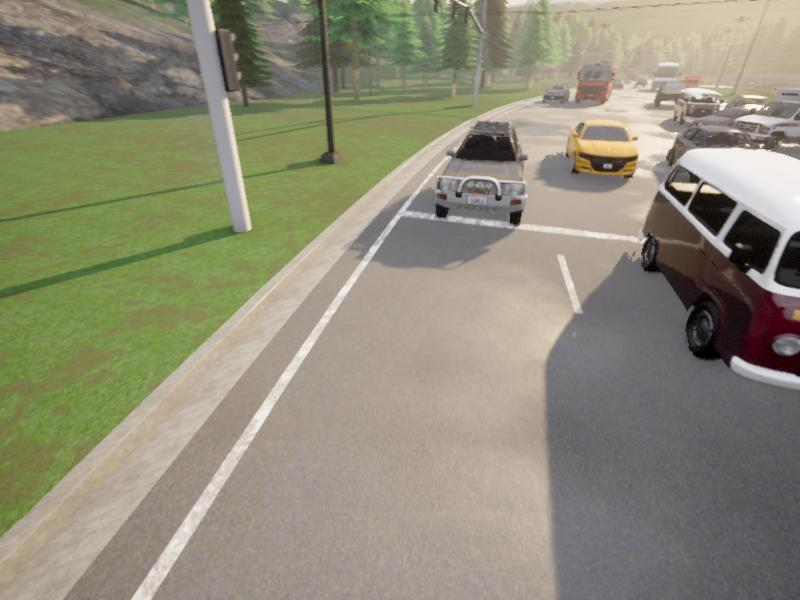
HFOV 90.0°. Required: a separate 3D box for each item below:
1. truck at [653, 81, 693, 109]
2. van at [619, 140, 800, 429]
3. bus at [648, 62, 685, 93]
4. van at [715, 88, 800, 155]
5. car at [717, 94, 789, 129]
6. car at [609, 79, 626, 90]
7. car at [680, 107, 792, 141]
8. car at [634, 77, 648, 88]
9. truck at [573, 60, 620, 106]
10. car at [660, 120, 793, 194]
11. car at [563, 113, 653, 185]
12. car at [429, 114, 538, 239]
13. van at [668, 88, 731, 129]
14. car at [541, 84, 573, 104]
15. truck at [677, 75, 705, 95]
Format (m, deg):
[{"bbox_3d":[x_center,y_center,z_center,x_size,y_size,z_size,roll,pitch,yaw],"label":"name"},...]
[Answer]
[{"bbox_3d":[26.554,-20.112,39.163,2.390,2.098,6.274,16,33,24],"label":"truck"},{"bbox_3d":[4.725,-0.656,5.281,2.069,2.038,4.480,8,31,13],"label":"van"},{"bbox_3d":[45.863,-38.527,69.116,3.944,4.253,10.273,16,34,24],"label":"bus"},{"bbox_3d":[18.417,-8.086,18.001,6.366,2.431,2.351,-4,30,-9],"label":"van"},{"bbox_3d":[23.467,-12.744,26.875,2.242,1.667,4.611,13,32,20],"label":"car"},{"bbox_3d":[39.089,-38.720,71.876,2.152,1.651,5.027,16,33,24],"label":"car"},{"bbox_3d":[17.650,-9.331,21.165,4.181,1.385,1.994,-5,31,-9],"label":"car"},{"bbox_3d":[48.366,-43.611,80.264,1.905,1.878,3.866,16,33,24],"label":"car"},{"bbox_3d":[20.810,-22.975,42.202,2.891,3.827,8.468,16,33,24],"label":"truck"},{"bbox_3d":[10.386,-4.856,13.193,1.816,1.474,4.193,9,31,14],"label":"car"},{"bbox_3d":[7.097,-5.549,14.229,1.882,1.535,5.008,9,31,14],"label":"car"},{"bbox_3d":[2.138,-3.326,9.943,1.932,1.855,4.605,8,31,12],"label":"car"},{"bbox_3d":[19.469,-12.684,26.296,2.069,2.038,4.480,13,32,19],"label":"van"},{"bbox_3d":[16.731,-21.965,42.547,2.152,1.651,5.027,16,33,24],"label":"car"},{"bbox_3d":[44.481,-32.949,61.292,2.627,2.467,5.204,16,33,24],"label":"truck"}]
